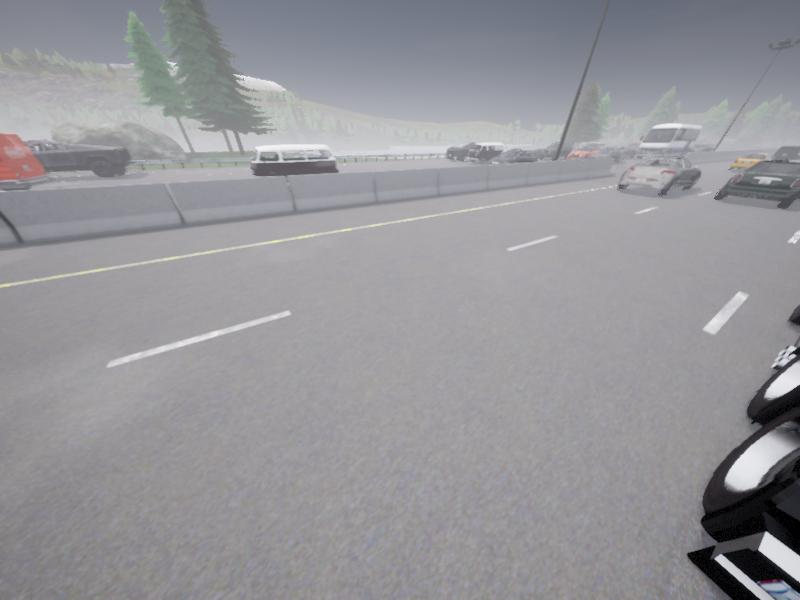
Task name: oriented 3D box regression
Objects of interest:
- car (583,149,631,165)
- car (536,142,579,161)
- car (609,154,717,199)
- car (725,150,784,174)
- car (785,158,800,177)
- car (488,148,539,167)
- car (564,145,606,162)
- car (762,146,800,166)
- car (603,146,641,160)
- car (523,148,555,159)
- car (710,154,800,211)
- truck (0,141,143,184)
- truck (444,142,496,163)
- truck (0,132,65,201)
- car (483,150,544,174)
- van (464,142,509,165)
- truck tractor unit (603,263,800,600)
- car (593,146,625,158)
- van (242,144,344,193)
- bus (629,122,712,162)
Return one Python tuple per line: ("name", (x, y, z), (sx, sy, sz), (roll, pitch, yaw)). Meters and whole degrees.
("car", (24.740, -17.079, 27.571), (5.357, 1.411, 2.033), (-18, 39, -24))
("car", (22.474, -21.228, 32.937), (5.566, 2.045, 2.150), (-19, 39, -24))
("car", (14.252, -6.833, 12.542), (5.027, 1.651, 2.152), (-18, 39, -24))
("car", (32.952, -12.905, 21.482), (5.366, 1.575, 1.801), (-18, 39, -24))
("car", (33.136, -10.614, 18.279), (3.806, 1.475, 1.970), (-18, 39, -24))
("car", (12.254, -15.377, 24.889), (4.974, 1.542, 2.038), (-18, 39, -24))
("car", (24.558, -19.492, 30.688), (4.553, 1.767, 2.097), (-18, 39, -24))
("car", (46.557, -17.463, 27.885), (3.866, 1.878, 1.905), (-18, 39, -25))
("car", (33.784, -22.427, 35.140), (5.027, 1.651, 2.152), (-18, 39, -24))
("car", (21.712, -22.977, 36.110), (4.718, 1.301, 1.895), (-18, 39, -24))
("car", (17.021, -5.495, 10.494), (4.553, 1.767, 2.097), (-18, 39, -24))
("truck", (-21.911, -9.096, 15.050), (6.274, 2.098, 2.390), (-18, 39, -24))
("truck", (8.971, -19.156, 29.797), (6.274, 2.098, 2.390), (-18, 39, -24))
("truck", (-19.333, -5.472, 9.538), (5.204, 2.467, 2.627), (-18, 39, -24))
("car", (10.064, -12.347, 20.528), (4.902, 1.511, 2.128), (-18, 39, -24))
("van", (10.112, -17.194, 27.038), (4.480, 2.038, 2.069), (-18, 39, -24))
("truck tractor unit", (5.108, -0.303, 0.793), (6.516, 4.208, 3.053), (-18, 39, -24))
("car", (35.599, -25.286, 39.355), (4.514, 1.525, 2.007), (-18, 39, -24))
("van", (-5.768, -7.408, 12.822), (4.480, 2.038, 2.069), (-18, 39, -24))
("bus", (39.243, -22.894, 33.562), (10.273, 4.253, 3.944), (-18, 39, -24))
